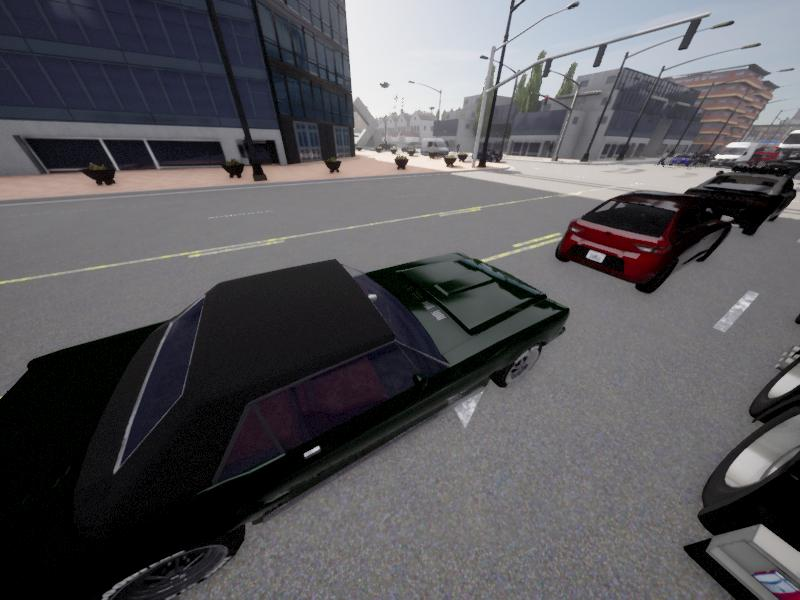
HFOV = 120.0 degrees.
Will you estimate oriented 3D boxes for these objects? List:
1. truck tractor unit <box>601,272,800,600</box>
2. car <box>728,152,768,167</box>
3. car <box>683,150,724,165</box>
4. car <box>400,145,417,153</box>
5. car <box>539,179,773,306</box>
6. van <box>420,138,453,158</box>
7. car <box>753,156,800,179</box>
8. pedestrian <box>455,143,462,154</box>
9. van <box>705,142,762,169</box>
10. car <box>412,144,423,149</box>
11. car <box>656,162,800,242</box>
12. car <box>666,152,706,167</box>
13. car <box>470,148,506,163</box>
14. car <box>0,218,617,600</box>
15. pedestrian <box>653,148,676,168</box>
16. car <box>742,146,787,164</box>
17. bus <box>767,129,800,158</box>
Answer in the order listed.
[{"bbox_3d":[5.123,-0.288,0.765,6.516,4.208,3.053,-18,39,-24],"label":"truck tractor unit"},{"bbox_3d":[46.920,-18.956,31.125,4.674,1.442,1.812,-17,38,-24],"label":"car"},{"bbox_3d":[42.699,-20.040,32.455,5.238,1.638,1.930,-18,38,-24],"label":"car"},{"bbox_3d":[1.900,-34.282,52.331,2.033,1.411,5.357,-10,36,-15],"label":"car"},{"bbox_3d":[5.386,-1.535,4.956,4.193,1.474,1.816,-18,39,-24],"label":"car"},{"bbox_3d":[5.853,-25.146,38.121,1.988,2.561,5.915,-17,38,-24],"label":"van"},{"bbox_3d":[33.968,-11.325,19.691,5.008,1.535,1.882,-5,35,-9],"label":"car"},{"bbox_3d":[11.246,-29.364,44.726,0.751,1.860,0.751,-21,40,-29],"label":"pedestrian"},{"bbox_3d":[39.538,-17.143,27.385,5.915,2.561,1.988,-17,38,-24],"label":"van"},{"bbox_3d":[6.154,-54.997,82.605,2.007,1.525,4.514,-14,37,-21],"label":"car"},{"bbox_3d":[11.383,-3.491,7.706,5.238,1.638,1.930,-18,39,-24],"label":"car"},{"bbox_3d":[36.803,-18.144,29.712,4.193,1.474,1.816,-17,39,-24],"label":"car"},{"bbox_3d":[11.387,-18.976,30.231,1.816,1.474,4.193,-17,38,-24],"label":"car"},{"bbox_3d":[-0.485,0.414,2.264,4.718,1.301,1.895,-18,39,-24],"label":"car"},{"bbox_3d":[29.682,-15.923,25.943,0.751,1.860,0.751,14,36,17],"label":"pedestrian"},{"bbox_3d":[54.277,-21.607,34.425,5.566,2.045,2.150,-18,39,-24],"label":"car"},{"bbox_3d":[75.089,-29.255,43.279,10.273,4.253,3.944,-18,39,-24],"label":"bus"}]
